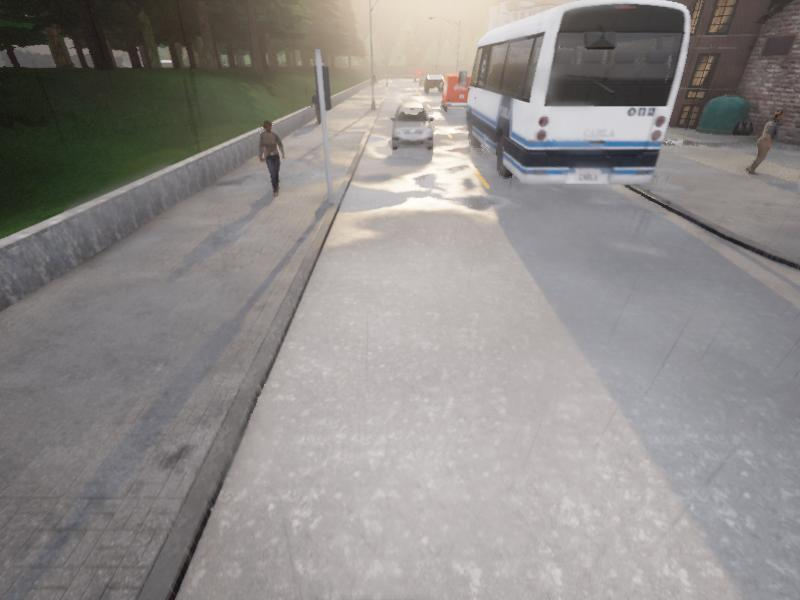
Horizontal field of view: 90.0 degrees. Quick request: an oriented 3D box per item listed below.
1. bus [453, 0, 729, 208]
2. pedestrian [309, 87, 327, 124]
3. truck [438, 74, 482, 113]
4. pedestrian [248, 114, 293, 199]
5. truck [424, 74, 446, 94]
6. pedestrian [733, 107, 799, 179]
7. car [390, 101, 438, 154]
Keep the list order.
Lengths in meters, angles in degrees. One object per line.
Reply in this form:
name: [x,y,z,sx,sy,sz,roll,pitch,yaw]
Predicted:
bus: [4.471,-6.740,13.322,3.944,4.253,10.273,0,30,0]
pedestrian: [-4.701,-11.125,22.931,0.751,1.860,0.751,-3,30,-5]
truck: [4.540,-16.250,31.350,2.627,2.467,5.204,0,30,0]
pedestrian: [-3.230,-3.595,10.053,0.751,1.860,0.751,-10,32,-16]
truck: [4.530,-28.702,53.011,2.390,2.098,6.274,0,30,0]
pedestrian: [10.848,-4.670,11.902,0.751,1.860,0.751,-24,38,-35]
car: [0.505,-7.537,17.301,1.851,1.617,3.988,0,30,-1]
